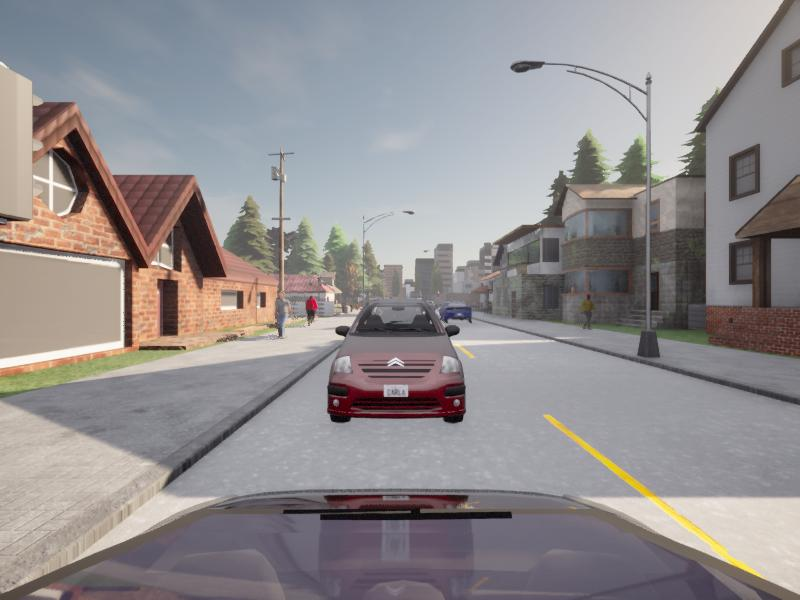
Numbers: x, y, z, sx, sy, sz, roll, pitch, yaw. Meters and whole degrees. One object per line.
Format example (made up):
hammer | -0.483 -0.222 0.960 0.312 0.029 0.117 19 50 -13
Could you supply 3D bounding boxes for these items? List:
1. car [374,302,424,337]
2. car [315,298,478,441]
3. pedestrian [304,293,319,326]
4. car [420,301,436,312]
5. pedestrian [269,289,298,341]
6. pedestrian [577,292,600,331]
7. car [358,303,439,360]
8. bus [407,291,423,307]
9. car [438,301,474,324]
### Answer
car | -0.032 0.851 19.557 2.163 1.488 4.792 0 0 0
car | -0.037 0.788 6.528 1.851 1.617 3.988 0 0 0
pedestrian | -5.049 0.533 22.746 0.751 1.860 0.751 0 0 -6
car | 3.988 0.853 56.835 1.970 1.475 3.806 0 0 0
pedestrian | -4.336 0.533 14.871 0.751 1.860 0.751 0 0 15
pedestrian | 9.041 0.533 19.249 0.751 1.860 0.751 0 0 -1
car | -0.034 0.851 13.091 2.163 1.488 4.792 0 0 0
bus | 3.888 -0.319 108.507 3.944 4.253 10.273 0 0 0
car | 3.974 0.823 29.175 1.882 1.535 5.008 0 0 0
